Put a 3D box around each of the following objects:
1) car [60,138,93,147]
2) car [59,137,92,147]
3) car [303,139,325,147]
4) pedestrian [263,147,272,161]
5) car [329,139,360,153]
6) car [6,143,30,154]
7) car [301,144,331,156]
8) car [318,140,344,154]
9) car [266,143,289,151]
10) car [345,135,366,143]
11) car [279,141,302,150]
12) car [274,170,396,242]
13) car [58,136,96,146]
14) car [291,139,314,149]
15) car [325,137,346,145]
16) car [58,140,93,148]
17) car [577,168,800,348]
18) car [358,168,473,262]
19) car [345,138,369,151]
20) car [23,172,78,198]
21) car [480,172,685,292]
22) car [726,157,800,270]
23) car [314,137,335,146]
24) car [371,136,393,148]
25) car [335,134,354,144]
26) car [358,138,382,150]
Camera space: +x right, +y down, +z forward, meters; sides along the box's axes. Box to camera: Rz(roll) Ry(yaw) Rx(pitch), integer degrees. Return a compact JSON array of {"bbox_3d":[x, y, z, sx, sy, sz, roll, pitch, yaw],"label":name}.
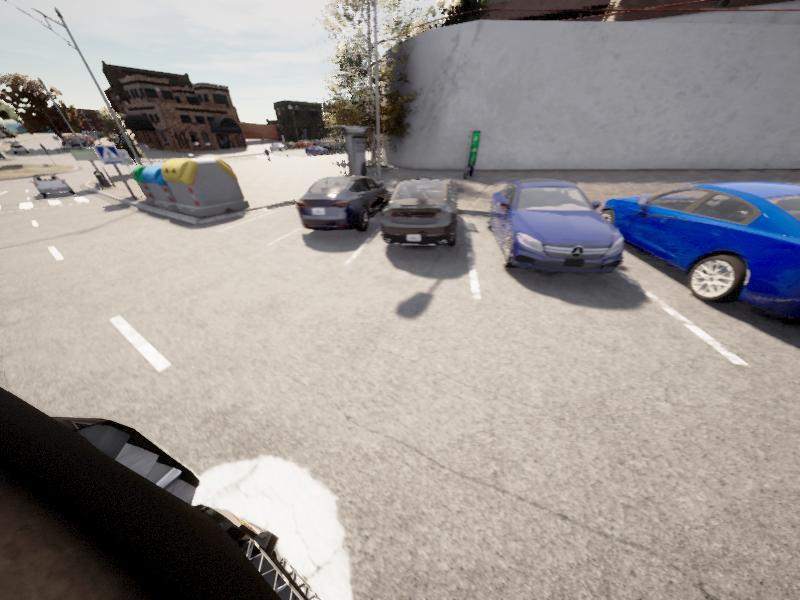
[{"bbox_3d":[-82.184,-39.993,58.744,2.185,1.767,4.553,32,45,33],"label":"car"},{"bbox_3d":[-84.244,-41.224,60.111,1.878,1.987,4.442,32,45,33],"label":"car"},{"bbox_3d":[-21.280,-38.792,57.155,4.792,1.488,2.163,17,42,24],"label":"car"},{"bbox_3d":[-21.687,-23.940,37.789,0.751,1.860,0.751,-23,42,-31],"label":"pedestrian"},{"bbox_3d":[-11.041,-30.688,45.903,5.566,2.045,2.435,20,44,25],"label":"car"},{"bbox_3d":[-76.043,-30.233,46.022,3.988,1.617,1.851,26,42,29],"label":"car"},{"bbox_3d":[-15.678,-28.014,43.218,5.008,1.535,2.097,20,44,25],"label":"car"},{"bbox_3d":[-13.246,-29.390,44.444,4.442,1.987,1.878,20,44,25],"label":"car"},{"bbox_3d":[-27.949,-34.987,52.776,4.674,1.452,2.002,17,42,24],"label":"car"},{"bbox_3d":[-12.166,-43.795,62.857,5.366,1.575,1.946,17,42,24],"label":"car"},{"bbox_3d":[-25.691,-36.252,54.218,4.792,1.488,2.163,17,42,24],"label":"car"},{"bbox_3d":[-1.747,-3.631,8.266,2.163,1.488,4.792,5,33,11],"label":"car"},{"bbox_3d":[-86.098,-42.505,61.686,2.435,2.045,5.566,32,45,34],"label":"car"},{"bbox_3d":[-23.469,-37.634,55.577,4.553,1.767,2.185,17,42,24],"label":"car"},{"bbox_3d":[-16.791,-41.335,60.044,5.008,1.535,2.097,17,42,24],"label":"car"},{"bbox_3d":[-80.255,-38.669,57.283,2.231,1.521,4.892,32,45,33],"label":"car"},{"bbox_3d":[5.853,-1.372,4.279,2.097,1.535,5.008,4,33,10],"label":"car"},{"bbox_3d":[0.765,-2.867,6.885,2.231,1.521,4.892,5,33,11],"label":"car"},{"bbox_3d":[-8.781,-31.933,47.374,4.442,1.987,1.878,20,44,25],"label":"car"},{"bbox_3d":[-28.372,-9.424,18.752,3.633,1.501,1.845,21,39,29],"label":"car"},{"bbox_3d":[3.312,-2.083,5.598,2.002,1.452,4.674,5,33,10],"label":"car"},{"bbox_3d":[8.422,-0.766,2.969,2.185,1.767,4.553,4,33,9],"label":"car"},{"bbox_3d":[-19.003,-40.159,58.491,4.553,1.767,2.185,17,42,24],"label":"car"},{"bbox_3d":[-3.904,-34.348,50.126,4.442,1.987,1.878,20,44,25],"label":"car"},{"bbox_3d":[-14.670,-42.798,61.400,4.442,1.987,1.878,17,43,24],"label":"car"},{"bbox_3d":[-6.365,-33.073,48.826,4.553,1.767,2.185,20,44,25],"label":"car"}]
